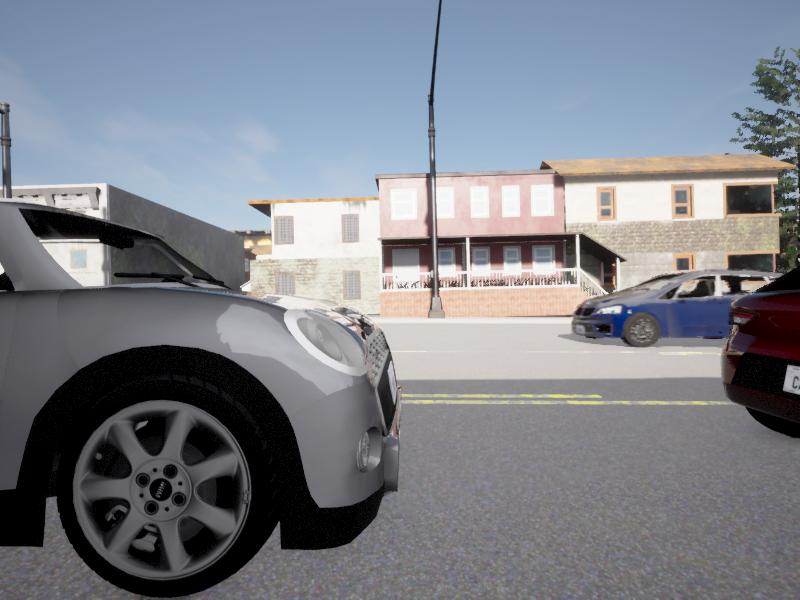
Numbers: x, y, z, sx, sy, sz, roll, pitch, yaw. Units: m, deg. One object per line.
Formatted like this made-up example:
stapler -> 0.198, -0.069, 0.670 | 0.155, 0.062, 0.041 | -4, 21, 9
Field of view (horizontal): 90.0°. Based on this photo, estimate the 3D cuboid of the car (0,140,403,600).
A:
car -> -1.899, 0.258, 2.237 | 3.806, 1.475, 1.970 | 0, 0, 1

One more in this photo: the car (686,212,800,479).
car -> 4.307, 0.260, 2.168 | 4.193, 1.474, 1.816 | 0, 0, 1

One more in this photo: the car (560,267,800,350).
car -> 6.419, 0.169, 9.143 | 4.611, 1.667, 2.242 | 0, 0, 1
